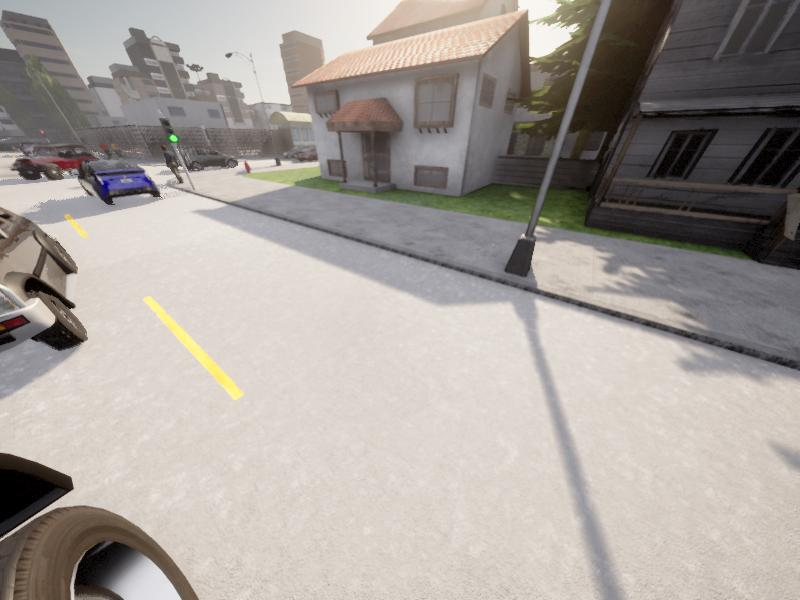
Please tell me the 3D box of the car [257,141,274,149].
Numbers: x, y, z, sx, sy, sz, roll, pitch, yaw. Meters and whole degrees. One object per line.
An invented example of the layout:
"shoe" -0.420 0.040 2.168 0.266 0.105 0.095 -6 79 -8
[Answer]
"car" -32.831 -37.899 56.380 3.705 1.547 1.789 22 40 28

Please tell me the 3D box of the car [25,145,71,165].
"car" -34.875 -14.375 22.893 3.633 1.501 1.845 22 40 28

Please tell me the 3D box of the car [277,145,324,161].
"car" -12.556 -18.886 29.529 2.128 1.511 4.902 22 40 28

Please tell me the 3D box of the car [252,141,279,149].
"car" -32.926 -37.991 56.635 2.033 1.415 5.357 22 40 28

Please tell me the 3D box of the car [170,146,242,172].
"car" -16.176 -11.980 19.550 1.851 1.617 3.988 19 39 25

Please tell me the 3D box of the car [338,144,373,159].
"car" -5.921 -20.293 31.576 2.007 1.525 4.514 22 40 28

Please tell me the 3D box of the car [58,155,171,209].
"car" -12.555 -5.350 10.176 4.514 1.525 2.007 22 40 28

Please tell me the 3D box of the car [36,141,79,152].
"car" -64.686 -29.210 43.794 1.851 1.617 3.988 2 35 3

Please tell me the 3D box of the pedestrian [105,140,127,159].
"pedestrian" -32.829 -17.418 26.731 0.751 1.860 0.751 21 40 27

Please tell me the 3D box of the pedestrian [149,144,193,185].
"pedestrian" -12.326 -7.336 12.502 0.751 1.860 0.751 4 35 5

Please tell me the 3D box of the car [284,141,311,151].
"car" -21.817 -33.067 49.464 2.242 1.667 4.611 22 40 28

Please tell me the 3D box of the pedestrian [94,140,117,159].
"pedestrian" -34.151 -17.473 26.800 0.751 1.860 0.751 23 41 29

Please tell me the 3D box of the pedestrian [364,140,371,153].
"pedestrian" -5.724 -26.966 40.598 0.751 1.860 0.751 -26 43 -32

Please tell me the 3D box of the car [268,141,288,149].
"car" -28.854 -36.684 54.691 1.845 1.501 3.633 22 40 28

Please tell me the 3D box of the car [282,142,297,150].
"car" -23.913 -33.401 50.108 1.481 1.379 2.207 22 40 28

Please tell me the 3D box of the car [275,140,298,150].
"car" -25.190 -34.693 51.579 1.905 1.878 3.866 22 40 28

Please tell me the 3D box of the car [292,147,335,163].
"car" -9.912 -16.952 26.909 1.994 1.385 4.181 21 40 27

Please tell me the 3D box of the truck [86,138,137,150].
"truck" -60.980 -33.163 49.041 2.390 2.098 6.274 22 40 28

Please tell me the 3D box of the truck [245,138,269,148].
"truck" -36.077 -39.635 58.416 2.069 2.038 4.478 22 40 28

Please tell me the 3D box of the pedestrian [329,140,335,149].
"pedestrian" -17.092 -39.056 57.964 0.751 1.860 0.751 20 40 26

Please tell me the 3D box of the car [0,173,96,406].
"car" -6.052 -0.340 2.893 4.605 1.855 1.932 24 42 33

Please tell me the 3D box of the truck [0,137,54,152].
"truck" -69.119 -28.289 42.013 2.390 2.098 6.274 5 35 6

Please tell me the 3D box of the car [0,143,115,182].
"car" -22.071 -8.984 14.977 1.905 1.878 3.866 1 35 2

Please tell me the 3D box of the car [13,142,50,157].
"car" -52.009 -21.337 32.626 4.856 1.649 2.033 22 41 28

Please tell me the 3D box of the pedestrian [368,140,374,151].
"pedestrian" -5.843 -30.909 46.230 0.751 1.860 0.751 23 41 29
